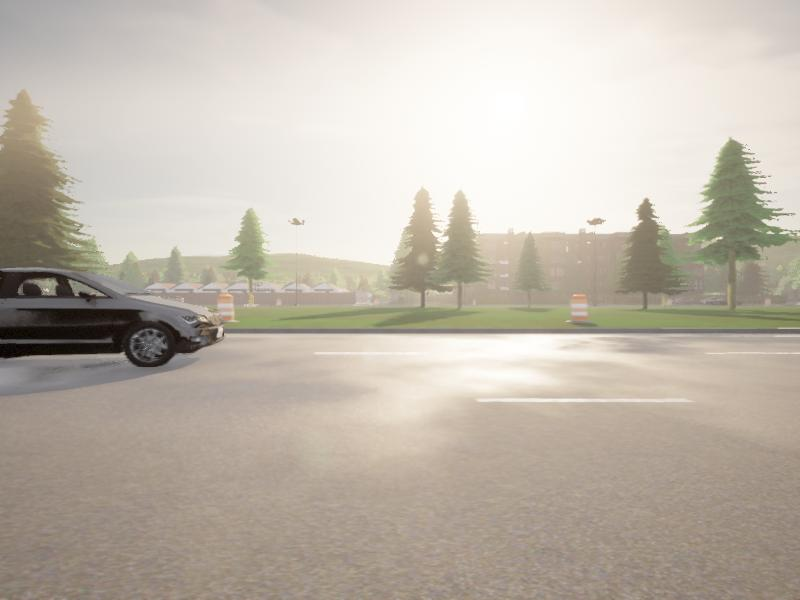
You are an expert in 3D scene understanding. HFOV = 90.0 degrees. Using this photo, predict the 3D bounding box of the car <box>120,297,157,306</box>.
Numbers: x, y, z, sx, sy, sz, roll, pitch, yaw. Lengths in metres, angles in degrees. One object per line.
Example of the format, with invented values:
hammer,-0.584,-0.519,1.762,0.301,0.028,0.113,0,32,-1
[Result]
car,-44.054,0.251,67.414,4.902,1.511,2.128,0,0,0

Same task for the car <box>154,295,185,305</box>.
car,-42.900,0.035,74.411,4.605,1.855,1.932,0,0,0

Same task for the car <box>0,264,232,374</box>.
car,-5.089,0.252,6.359,4.193,1.474,1.816,0,0,-11
